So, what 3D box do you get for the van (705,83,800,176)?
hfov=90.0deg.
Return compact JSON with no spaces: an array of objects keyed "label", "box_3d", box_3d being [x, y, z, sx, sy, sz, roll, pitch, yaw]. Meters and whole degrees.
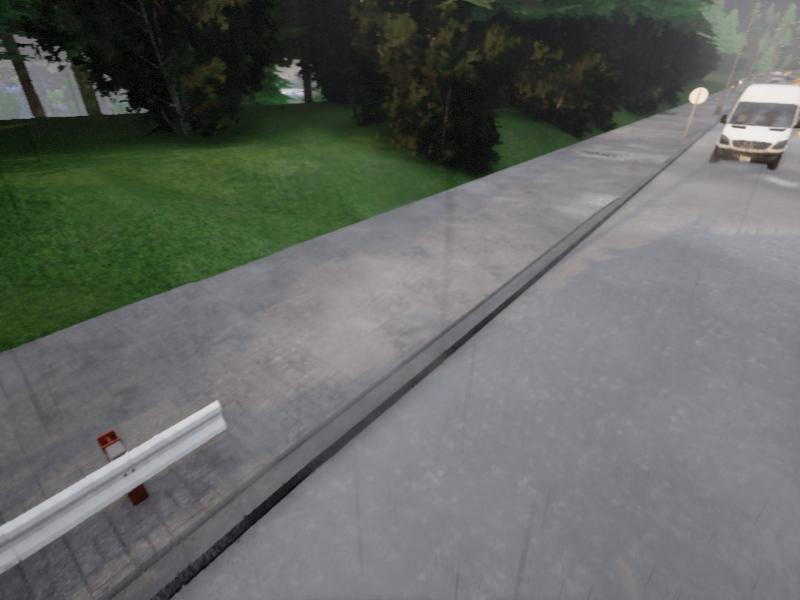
[{"label":"van","box_3d":[13.655,-6.702,15.215,1.988,2.561,5.915,23,37,33]}]
